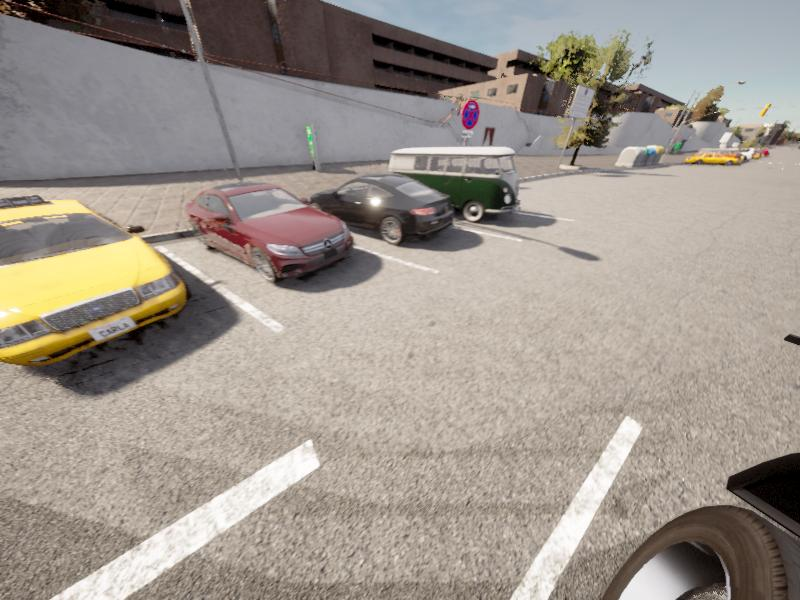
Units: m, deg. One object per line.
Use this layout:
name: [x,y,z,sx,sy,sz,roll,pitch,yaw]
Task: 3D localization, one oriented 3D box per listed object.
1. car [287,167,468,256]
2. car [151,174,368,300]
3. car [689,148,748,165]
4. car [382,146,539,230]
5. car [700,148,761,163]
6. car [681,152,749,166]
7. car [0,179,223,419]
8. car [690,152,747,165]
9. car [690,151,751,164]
car: [-0.769,-2.805,6.636,4.674,1.452,2.002,21,41,29]
car: [-3.210,-1.815,5.255,4.674,1.452,2.002,21,40,29]
car: [47.034,-21.344,34.356,4.442,1.987,1.878,22,39,28]
car: [1.765,-3.987,7.823,4.442,1.987,1.878,21,40,29]
car: [59.124,-26.098,41.561,5.566,2.045,2.435,22,39,28]
car: [44.646,-20.198,33.018,5.366,1.575,1.946,22,39,28]
car: [-5.496,-0.795,3.753,5.366,1.575,1.946,21,40,29]
car: [49.352,-22.116,35.993,4.792,1.488,2.163,22,39,28]
car: [51.668,-23.133,37.480,5.366,1.575,1.946,22,39,28]
